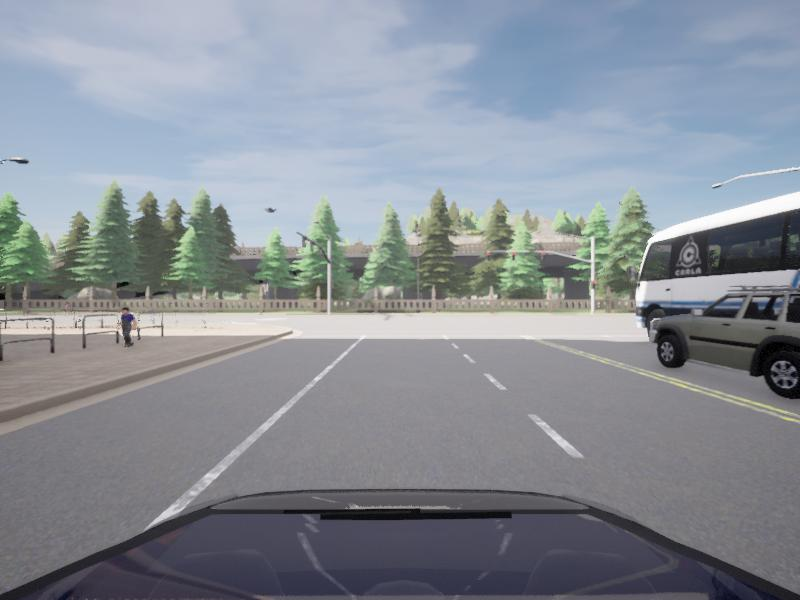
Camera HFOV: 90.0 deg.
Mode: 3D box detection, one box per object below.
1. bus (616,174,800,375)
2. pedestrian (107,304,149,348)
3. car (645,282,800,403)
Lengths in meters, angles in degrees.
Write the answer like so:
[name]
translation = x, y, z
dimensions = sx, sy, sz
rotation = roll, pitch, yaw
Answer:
[bus]
translation = 10.494, -0.540, 10.740
dimensions = 3.944, 4.253, 10.273
rotation = 0, 0, 1
[pedestrian]
translation = -8.177, 0.762, 12.043
dimensions = 0.751, 1.300, 0.751
rotation = 0, 0, 1
[car]
translation = 7.088, 0.648, 7.730
dimensions = 1.932, 1.855, 4.605
rotation = 0, 0, 1
